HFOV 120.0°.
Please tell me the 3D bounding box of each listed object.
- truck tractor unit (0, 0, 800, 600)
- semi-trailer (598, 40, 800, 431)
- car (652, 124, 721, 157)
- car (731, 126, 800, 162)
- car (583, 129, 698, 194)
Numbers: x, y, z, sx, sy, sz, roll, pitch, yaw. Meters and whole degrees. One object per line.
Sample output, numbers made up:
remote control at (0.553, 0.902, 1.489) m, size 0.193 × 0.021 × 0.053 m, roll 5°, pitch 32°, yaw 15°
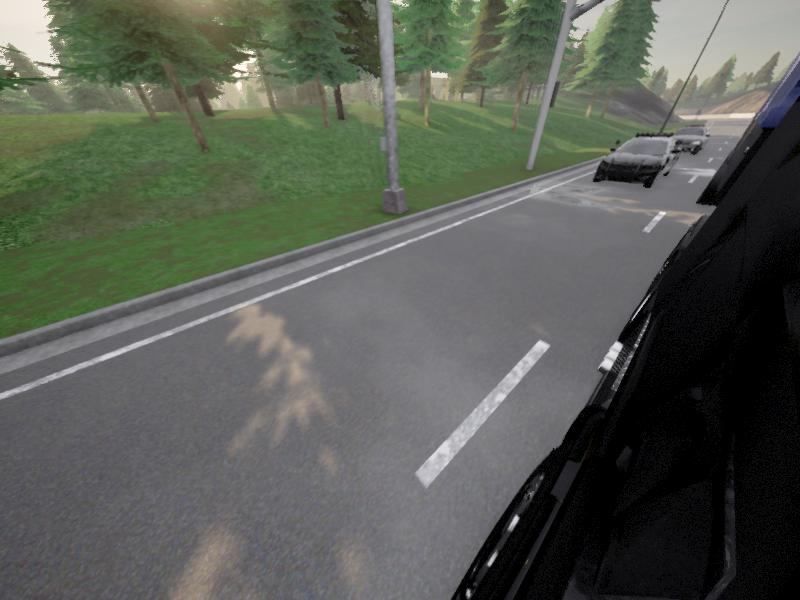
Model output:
truck tractor unit at (2.645, -0.295, 0.351) m, size 6.516 × 4.208 × 3.053 m, roll -28°, pitch 44°, yaw -30°
semi-trailer at (8.695, -3.606, 4.234) m, size 14.254 × 4.402 × 2.717 m, roll -28°, pitch 44°, yaw -30°
car at (19.643, -11.002, 15.832) m, size 4.974 × 1.542 × 2.038 m, roll -28°, pitch 44°, yaw -30°
car at (21.113, -8.945, 13.132) m, size 4.181 × 1.385 × 1.994 m, roll -27°, pitch 43°, yaw -29°
car at (9.929, -5.864, 9.489) m, size 5.238 × 1.638 × 1.930 m, roll -28°, pitch 44°, yaw -30°
